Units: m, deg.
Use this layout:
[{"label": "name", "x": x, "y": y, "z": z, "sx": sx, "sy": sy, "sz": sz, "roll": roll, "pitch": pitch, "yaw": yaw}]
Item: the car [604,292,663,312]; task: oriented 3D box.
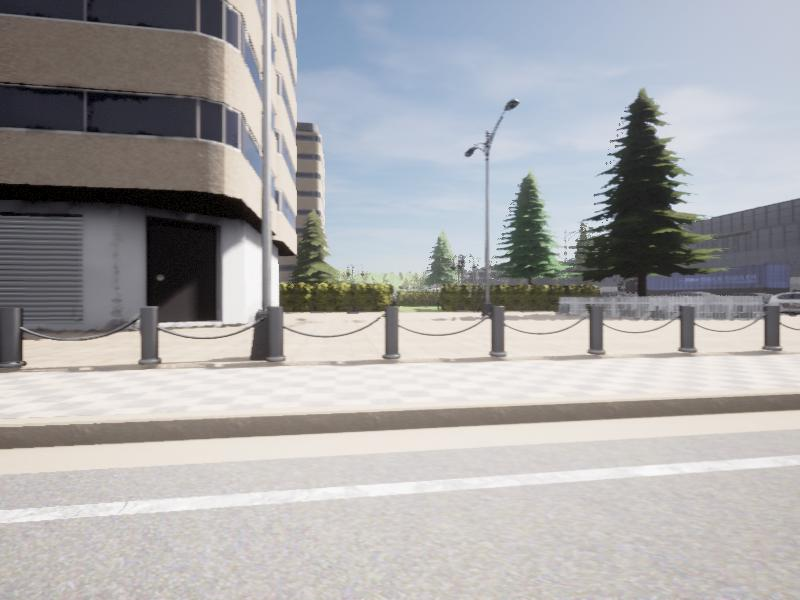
[{"label": "car", "x": 21.142, "y": 0.148, "z": 36.544, "sx": 2.242, "sy": 1.667, "sz": 4.611, "roll": 0, "pitch": 0, "yaw": -9}]

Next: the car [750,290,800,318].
[{"label": "car", "x": 23.245, "y": 0.217, "z": 22.711, "sx": 2.038, "sy": 1.542, "sz": 4.974, "roll": 0, "pitch": 0, "yaw": -9}]

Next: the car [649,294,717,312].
[{"label": "car", "x": 24.860, "y": 0.226, "z": 35.387, "sx": 2.128, "sy": 1.511, "sz": 4.902, "roll": 0, "pitch": 0, "yaw": -9}]

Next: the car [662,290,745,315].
[{"label": "car", "x": 22.202, "y": 0.169, "z": 29.589, "sx": 2.033, "sy": 1.649, "sz": 4.856, "roll": 0, "pitch": 0, "yaw": -9}]

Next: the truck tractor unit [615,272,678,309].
[{"label": "truck tractor unit", "x": 29.882, "y": -1.140, "z": 48.858, "sx": 3.053, "sy": 4.208, "sz": 6.516, "roll": 0, "pitch": 0, "yaw": -9}]

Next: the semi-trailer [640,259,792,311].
[{"label": "semi-trailer", "x": 31.093, "y": -1.238, "z": 41.034, "sx": 2.717, "sy": 4.402, "sz": 14.254, "roll": 0, "pitch": 0, "yaw": -9}]

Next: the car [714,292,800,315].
[{"label": "car", "x": 25.817, "y": 0.218, "z": 29.089, "sx": 2.007, "sy": 1.525, "sz": 4.514, "roll": 0, "pitch": 0, "yaw": -9}]
